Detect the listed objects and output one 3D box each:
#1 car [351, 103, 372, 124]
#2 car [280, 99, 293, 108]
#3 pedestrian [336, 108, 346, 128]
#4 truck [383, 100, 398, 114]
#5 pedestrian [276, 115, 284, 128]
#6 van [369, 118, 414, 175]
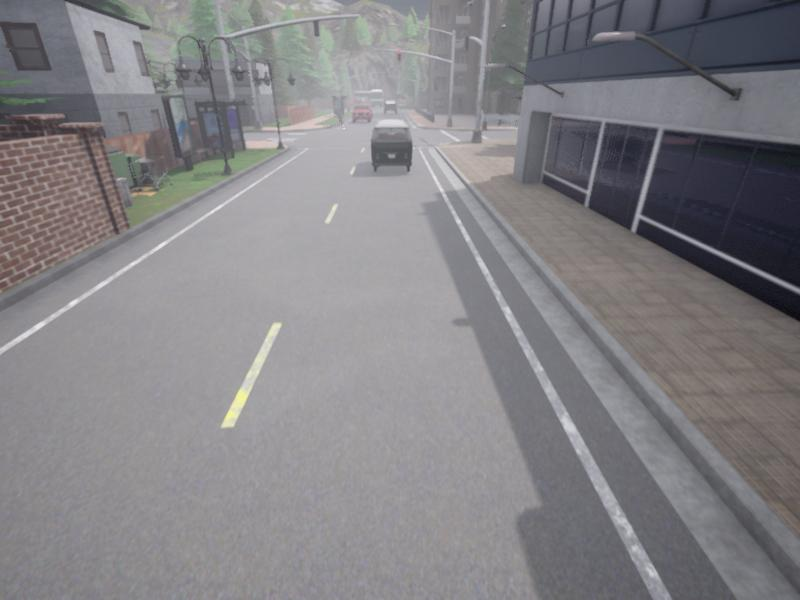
[{"bbox_3d":[-4.646,-22.931,49.069,2.150,2.045,5.566,-1,27,-1],"label":"car"},{"bbox_3d":[-27.352,-47.416,96.709,1.932,1.855,4.605,-1,27,-2],"label":"car"},{"bbox_3d":[-5.950,-18.274,40.153,0.751,1.860,0.751,2,27,4],"label":"pedestrian"},{"bbox_3d":[-1.692,-34.266,71.079,2.390,2.098,6.274,-1,27,-1],"label":"truck"},{"bbox_3d":[-11.603,-17.302,38.751,0.500,1.100,0.500,-1,27,-2],"label":"pedestrian"},{"bbox_3d":[-0.388,-7.200,18.476,1.775,1.987,4.442,-1,27,-1],"label":"van"}]
